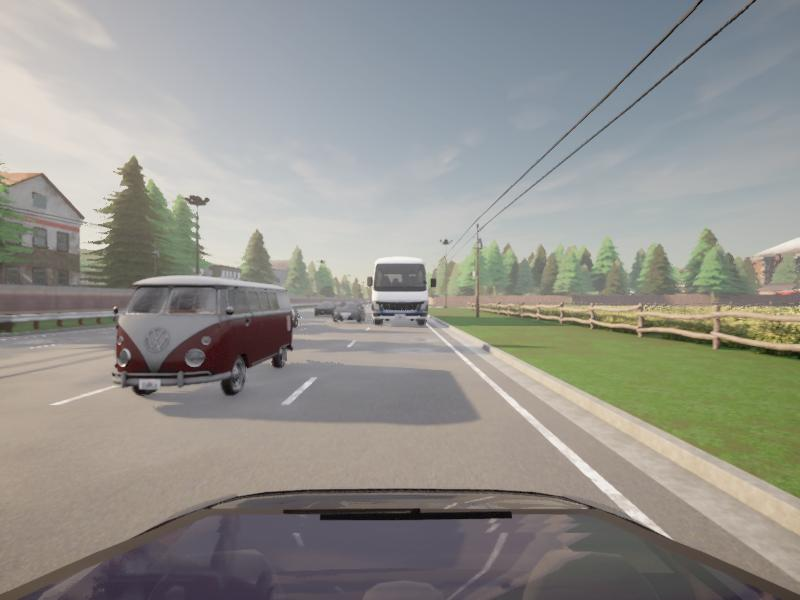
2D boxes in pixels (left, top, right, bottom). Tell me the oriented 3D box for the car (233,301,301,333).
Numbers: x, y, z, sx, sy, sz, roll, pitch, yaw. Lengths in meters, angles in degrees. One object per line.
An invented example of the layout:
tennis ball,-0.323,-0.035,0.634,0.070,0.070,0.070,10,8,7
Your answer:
car,-7.004,0.830,21.715,2.038,1.542,4.974,0,0,0

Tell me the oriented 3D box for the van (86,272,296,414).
van,-3.501,0.599,7.813,1.775,1.987,4.442,0,0,0

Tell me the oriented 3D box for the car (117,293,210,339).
car,-10.504,0.647,18.130,1.905,1.878,3.866,0,0,0

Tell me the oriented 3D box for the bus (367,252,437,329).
bus,0.120,-0.532,27.443,3.944,4.253,10.273,0,0,0

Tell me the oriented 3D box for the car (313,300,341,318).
car,-7.004,0.826,38.878,1.882,1.535,5.008,0,0,0

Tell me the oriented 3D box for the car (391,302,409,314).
car,-0.005,0.947,46.515,1.895,1.301,4.718,0,0,0

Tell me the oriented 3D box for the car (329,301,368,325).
car,-3.504,0.838,28.181,2.128,1.511,4.902,0,0,0

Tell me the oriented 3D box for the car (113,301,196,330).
car,-14.002,0.830,23.192,2.007,1.525,4.514,0,0,0
